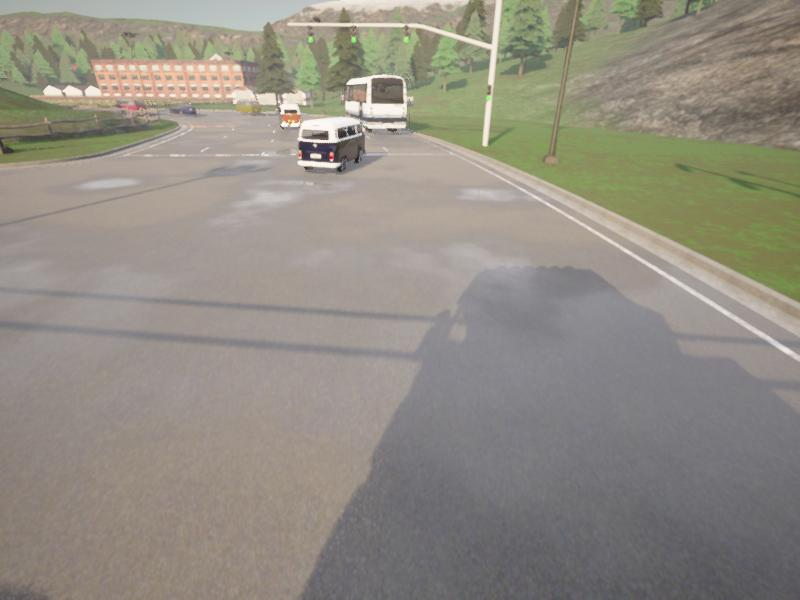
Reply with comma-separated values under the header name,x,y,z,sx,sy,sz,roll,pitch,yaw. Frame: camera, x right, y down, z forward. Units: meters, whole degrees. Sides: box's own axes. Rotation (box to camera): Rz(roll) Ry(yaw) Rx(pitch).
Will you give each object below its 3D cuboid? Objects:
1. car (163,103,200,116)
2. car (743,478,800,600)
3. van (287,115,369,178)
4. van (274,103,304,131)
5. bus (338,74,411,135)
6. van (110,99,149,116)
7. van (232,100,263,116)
name,x,y,z,sx,sy,sz,roll,pitch,yaw
car,-30.428,-26.497,55.666,4.792,1.488,2.163,17,32,29
car,3.459,2.224,0.746,1.816,1.474,4.193,0,27,-1
van,-2.957,-6.976,17.809,2.069,2.038,4.480,7,28,9
van,-10.263,-16.954,36.971,2.069,2.038,4.480,-8,29,-18
bus,-2.595,-17.533,35.823,3.944,4.253,10.273,-7,28,-16
van,-37.472,-26.742,55.454,4.442,1.987,1.775,11,29,20
van,-21.909,-27.616,57.437,4.442,1.987,1.775,22,34,35
